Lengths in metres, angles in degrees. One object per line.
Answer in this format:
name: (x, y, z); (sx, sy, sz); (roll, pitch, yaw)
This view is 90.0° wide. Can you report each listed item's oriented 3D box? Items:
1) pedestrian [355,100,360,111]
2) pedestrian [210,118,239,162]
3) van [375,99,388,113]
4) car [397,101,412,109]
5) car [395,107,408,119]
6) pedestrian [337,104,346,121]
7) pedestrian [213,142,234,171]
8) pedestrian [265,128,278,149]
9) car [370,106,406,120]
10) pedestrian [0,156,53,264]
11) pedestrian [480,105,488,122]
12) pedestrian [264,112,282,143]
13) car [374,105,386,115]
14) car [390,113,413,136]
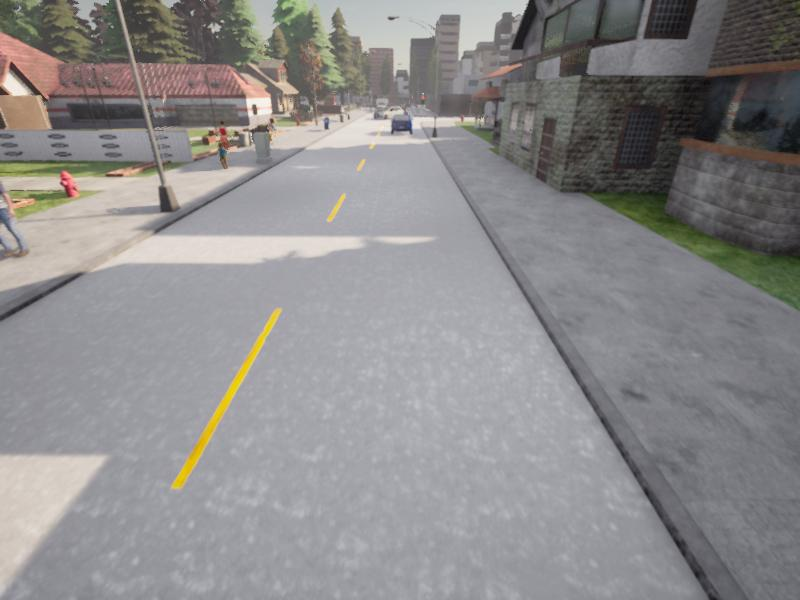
pedestrian: (-8.723, -39.898, 82.038); (0.751, 1.860, 0.751); (3, 27, 6)
pedestrian: (-8.431, -7.695, 19.248); (0.751, 1.860, 0.751); (0, 27, -1)
van: (-3.674, -39.939, 82.296); (2.351, 2.431, 6.366); (0, 27, 0)
car: (1.183, -50.131, 102.831); (1.932, 1.855, 4.605); (14, 30, 25)
car: (0.241, -28.730, 61.429); (1.845, 1.501, 3.633); (-1, 27, -2)
pedestrian: (-7.293, -23.595, 50.263); (0.751, 1.860, 0.751); (-16, 32, -29)
pedestrian: (-7.481, -6.125, 17.028); (0.500, 1.100, 0.500); (-1, 27, -3)
pedestrian: (-7.661, -9.618, 23.837); (0.500, 1.100, 0.500); (-2, 27, -4)
car: (-1.580, -25.645, 54.802); (2.242, 1.667, 4.611); (23, 35, 37)
pedestrian: (-7.582, -1.692, 7.551); (0.751, 1.860, 0.751); (1, 27, 1)
pedestrian: (10.311, -22.952, 49.176); (0.751, 1.860, 0.751); (0, 27, 0)
pedestrian: (-8.434, -11.499, 26.666); (0.751, 1.860, 0.751); (1, 27, 0)
car: (-3.704, -35.581, 74.944); (1.970, 1.475, 3.806); (0, 27, 0)
car: (0.150, -15.613, 35.402); (1.882, 1.535, 5.008); (0, 27, 0)
